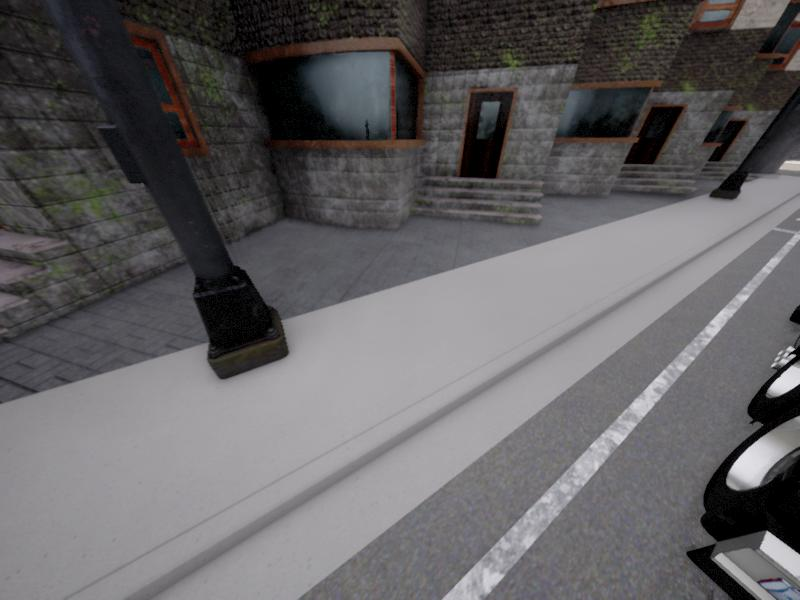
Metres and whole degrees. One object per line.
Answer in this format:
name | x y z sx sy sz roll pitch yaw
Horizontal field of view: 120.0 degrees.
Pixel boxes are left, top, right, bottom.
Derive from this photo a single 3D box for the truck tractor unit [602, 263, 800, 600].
truck tractor unit | 5.114 -0.294 0.794 6.516 4.208 3.053 -18 39 -24
